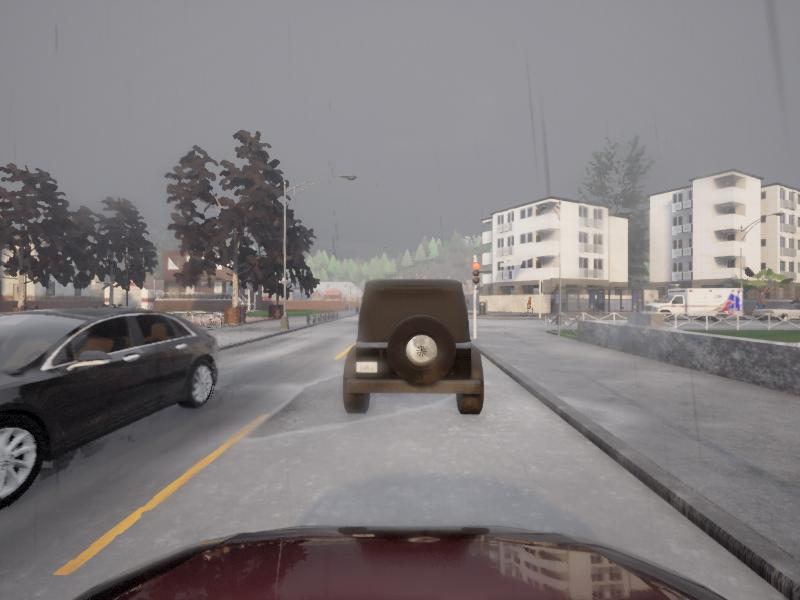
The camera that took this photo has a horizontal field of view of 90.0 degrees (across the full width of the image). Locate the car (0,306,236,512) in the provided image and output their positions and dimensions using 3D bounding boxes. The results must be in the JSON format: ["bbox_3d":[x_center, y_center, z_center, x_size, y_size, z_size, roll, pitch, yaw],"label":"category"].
[{"bbox_3d":[-3.855,0.845,4.538,1.837,1.490,4.892,0,0,2],"label":"car"}]

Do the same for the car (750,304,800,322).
[{"bbox_3d":[29.156,0.944,29.630,4.718,1.301,1.895,0,0,2],"label":"car"}]

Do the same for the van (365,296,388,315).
[{"bbox_3d":[-2.544,0.570,43.968,2.069,2.038,4.480,0,0,2],"label":"van"}]

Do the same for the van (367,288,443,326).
[{"bbox_3d":[0.191,0.399,29.968,2.351,2.431,6.366,-4,3,-35],"label":"van"}]

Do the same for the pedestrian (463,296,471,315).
[{"bbox_3d":[6.738,0.524,40.295,0.751,1.860,0.751,0,0,9],"label":"pedestrian"}]

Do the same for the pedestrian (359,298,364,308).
[{"bbox_3d":[-6.875,0.533,71.454,0.751,1.860,0.751,0,0,1],"label":"pedestrian"}]

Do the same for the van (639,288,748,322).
[{"bbox_3d":[21.752,0.378,29.883,6.366,2.431,2.351,0,0,2],"label":"van"}]

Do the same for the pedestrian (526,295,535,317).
[{"bbox_3d":[11.513,0.524,35.310,0.751,1.860,0.751,0,0,11],"label":"pedestrian"}]

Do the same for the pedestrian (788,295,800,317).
[{"bbox_3d":[34.122,0.533,34.456,0.751,1.860,0.751,0,0,-1],"label":"pedestrian"}]

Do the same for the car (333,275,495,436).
[{"bbox_3d":[0.220,0.646,6.640,1.905,1.878,3.866,0,0,2],"label":"car"}]
